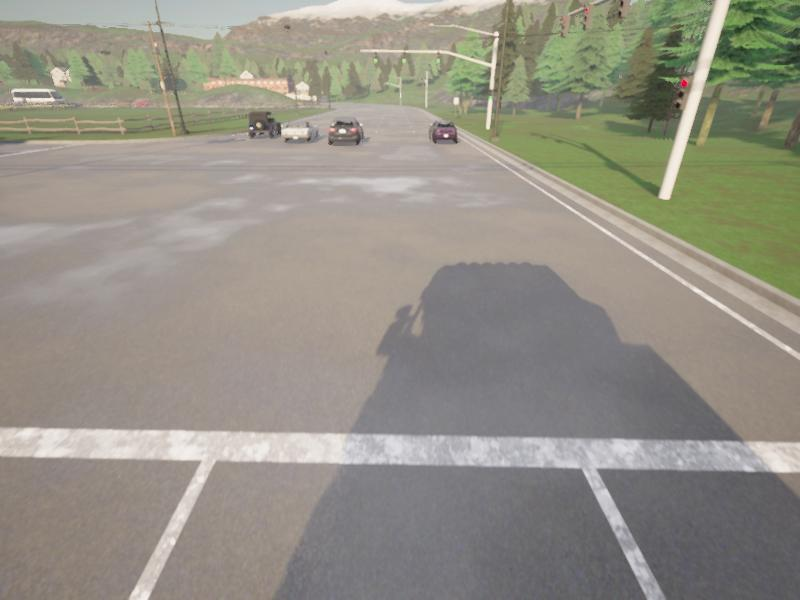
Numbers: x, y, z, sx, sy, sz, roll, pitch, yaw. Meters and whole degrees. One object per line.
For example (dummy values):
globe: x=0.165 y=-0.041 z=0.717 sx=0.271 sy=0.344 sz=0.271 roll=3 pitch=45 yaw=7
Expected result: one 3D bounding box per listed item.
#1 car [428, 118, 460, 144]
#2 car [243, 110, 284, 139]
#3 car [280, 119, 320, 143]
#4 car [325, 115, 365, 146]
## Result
car: x=3.146 y=-12.449 z=29.332 sx=1.816 sy=1.474 sz=4.193 roll=0 pitch=27 yaw=-1
car: x=-10.888 y=-14.168 z=32.200 sx=1.905 sy=1.878 sz=3.866 roll=0 pitch=27 yaw=-1
car: x=-7.360 y=-12.663 z=29.923 sx=1.895 sy=1.301 sz=4.718 roll=0 pitch=27 yaw=-1
car: x=-3.842 y=-12.213 z=28.643 sx=2.242 sy=1.667 sz=4.611 roll=0 pitch=27 yaw=-1
